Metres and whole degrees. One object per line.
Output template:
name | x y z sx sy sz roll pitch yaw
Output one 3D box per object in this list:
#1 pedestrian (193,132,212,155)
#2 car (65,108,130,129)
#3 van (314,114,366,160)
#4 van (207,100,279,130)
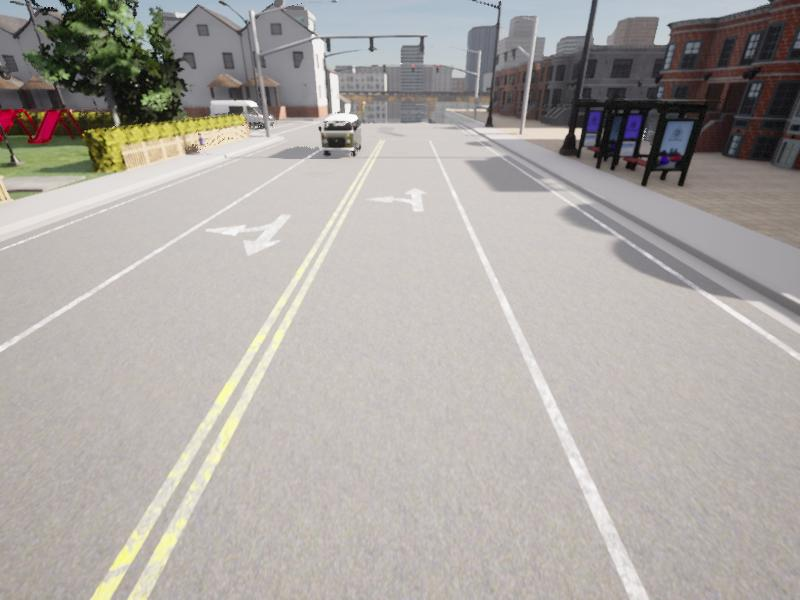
pedestrian | -10.417 -8.271 21.163 0.500 1.100 0.500 4 27 7
car | -29.833 -17.961 39.583 4.605 1.855 1.932 1 27 1
van | -3.195 -9.200 22.332 2.069 2.038 4.480 1 27 1
van | -15.201 -18.019 38.971 5.915 2.561 1.988 2 27 4
